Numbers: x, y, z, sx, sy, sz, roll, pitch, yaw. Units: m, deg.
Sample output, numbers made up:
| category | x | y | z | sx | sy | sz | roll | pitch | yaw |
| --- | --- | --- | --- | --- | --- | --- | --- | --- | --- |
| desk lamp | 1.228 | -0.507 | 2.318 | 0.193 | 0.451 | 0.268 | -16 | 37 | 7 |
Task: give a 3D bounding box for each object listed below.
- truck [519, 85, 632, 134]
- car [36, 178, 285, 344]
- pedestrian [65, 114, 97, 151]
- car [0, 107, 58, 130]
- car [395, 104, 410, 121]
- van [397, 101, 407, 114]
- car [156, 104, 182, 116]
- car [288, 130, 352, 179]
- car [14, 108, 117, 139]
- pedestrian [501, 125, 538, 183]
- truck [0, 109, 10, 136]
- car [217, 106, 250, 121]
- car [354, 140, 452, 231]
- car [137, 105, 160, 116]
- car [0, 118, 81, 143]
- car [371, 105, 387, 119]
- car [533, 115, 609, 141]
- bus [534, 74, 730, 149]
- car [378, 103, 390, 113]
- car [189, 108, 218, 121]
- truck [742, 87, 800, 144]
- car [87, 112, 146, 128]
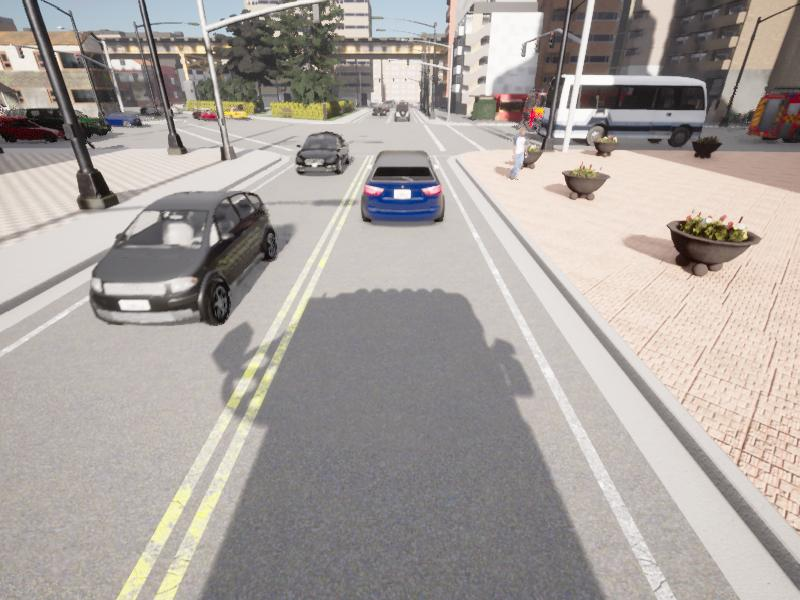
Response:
| category | x | y | z | sx | sy | sz | roll | pitch | yaw |
| --- | --- | --- | --- | --- | --- | --- | --- | --- | --- |
| truck | 15.863 | -17.525 | 36.840 | 8.468 | 3.827 | 2.891 | 0 | 27 | -1 |
| car | -3.416 | -0.936 | 6.745 | 1.789 | 1.549 | 3.705 | 0 | 27 | 0 |
| pedestrian | -18.127 | -9.535 | 22.764 | 0.751 | 1.860 | 0.751 | -8 | 28 | -16 |
| car | -35.091 | -16.784 | 37.009 | 4.553 | 1.767 | 2.097 | 1 | 27 | -1 |
| car | 0.288 | -24.384 | 52.020 | 1.905 | 1.878 | 3.866 | 0 | 27 | 0 |
| van | 0.384 | -34.596 | 71.792 | 1.775 | 1.987 | 4.442 | 0 | 27 | 0 |
| car | -40.398 | -33.216 | 69.830 | 5.027 | 1.651 | 2.152 | 24 | 36 | 39 |
| car | -3.384 | -6.654 | 17.940 | 1.837 | 1.490 | 4.892 | 0 | 27 | 0 |
| car | -25.620 | -13.665 | 30.861 | 5.566 | 2.045 | 2.150 | 0 | 27 | 0 |
| pedestrian | 4.317 | -5.319 | 14.556 | 0.751 | 1.860 | 0.751 | -11 | 29 | -20 |
| truck | -35.963 | -14.548 | 30.394 | 8.468 | 3.827 | 2.891 | 1 | 27 | -1 |
| car | -22.624 | -25.308 | 54.165 | 5.366 | 1.575 | 1.801 | 24 | 36 | 39 |
| car | 0.083 | -3.500 | 11.601 | 2.242 | 1.667 | 4.611 | 0 | 27 | 0 |
| car | -42.003 | -31.716 | 66.850 | 3.806 | 1.475 | 1.970 | 24 | 36 | 39 |
| car | -25.241 | -11.798 | 27.861 | 4.193 | 1.474 | 1.816 | 0 | 27 | 0 |
| car | -3.169 | -28.700 | 61.028 | 2.152 | 1.651 | 5.027 | 0 | 27 | 0 |
| car | 13.157 | -13.355 | 31.079 | 4.856 | 1.649 | 2.033 | 1 | 27 | 0 |
| bus | 15.289 | -12.951 | 27.465 | 10.273 | 4.253 | 3.944 | 0 | 27 | 0 |
| car | -3.089 | -37.159 | 77.346 | 2.163 | 1.488 | 4.792 | 0 | 27 | 0 |
| car | -25.535 | -24.145 | 52.017 | 1.970 | 1.475 | 3.806 | -23 | 35 | -37 |
| truck | 32.399 | -14.154 | 30.760 | 8.468 | 3.827 | 2.891 | 1 | 27 | 0 |
| car | -28.437 | -18.129 | 40.274 | 4.181 | 1.385 | 1.994 | 0 | 27 | 0 |
